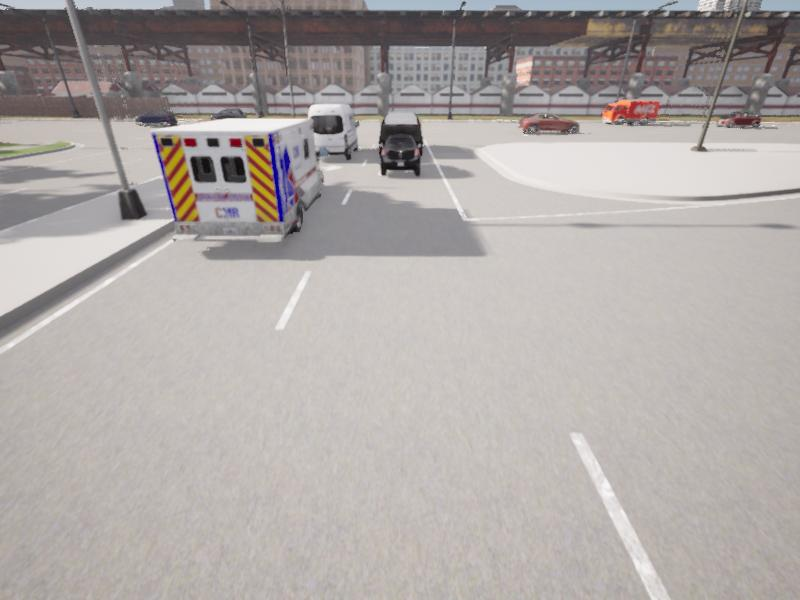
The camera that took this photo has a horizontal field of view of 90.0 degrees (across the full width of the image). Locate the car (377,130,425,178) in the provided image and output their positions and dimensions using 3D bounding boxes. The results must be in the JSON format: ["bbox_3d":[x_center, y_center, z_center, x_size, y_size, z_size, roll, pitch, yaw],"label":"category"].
[{"bbox_3d":[0.026,-6.397,17.347,1.845,1.501,3.633,0,27,0],"label":"car"}]

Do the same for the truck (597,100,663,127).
[{"bbox_3d":[24.772,-20.231,43.299,5.204,2.467,2.627,-3,28,-6],"label":"truck"}]

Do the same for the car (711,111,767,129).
[{"bbox_3d":[34.098,-18.138,40.297,3.705,1.549,1.789,-1,26,-2],"label":"car"}]

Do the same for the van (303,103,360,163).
[{"bbox_3d":[-3.464,-9.180,21.623,1.988,2.561,5.915,0,27,0],"label":"van"}]

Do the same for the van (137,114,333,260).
[{"bbox_3d":[-3.480,-3.369,10.470,2.351,2.431,6.366,0,27,0],"label":"van"}]

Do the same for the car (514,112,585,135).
[{"bbox_3d":[12.643,-15.040,34.094,5.027,1.651,2.152,1,27,1],"label":"car"}]

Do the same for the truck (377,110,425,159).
[{"bbox_3d":[0.075,-9.806,23.342,2.390,2.098,6.274,0,27,0],"label":"truck"}]

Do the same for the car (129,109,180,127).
[{"bbox_3d":[-24.693,-18.354,40.367,3.705,1.549,1.789,0,27,0],"label":"car"}]

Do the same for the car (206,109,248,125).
[{"bbox_3d":[-18.730,-19.921,43.465,3.633,1.501,1.845,0,27,0],"label":"car"}]
